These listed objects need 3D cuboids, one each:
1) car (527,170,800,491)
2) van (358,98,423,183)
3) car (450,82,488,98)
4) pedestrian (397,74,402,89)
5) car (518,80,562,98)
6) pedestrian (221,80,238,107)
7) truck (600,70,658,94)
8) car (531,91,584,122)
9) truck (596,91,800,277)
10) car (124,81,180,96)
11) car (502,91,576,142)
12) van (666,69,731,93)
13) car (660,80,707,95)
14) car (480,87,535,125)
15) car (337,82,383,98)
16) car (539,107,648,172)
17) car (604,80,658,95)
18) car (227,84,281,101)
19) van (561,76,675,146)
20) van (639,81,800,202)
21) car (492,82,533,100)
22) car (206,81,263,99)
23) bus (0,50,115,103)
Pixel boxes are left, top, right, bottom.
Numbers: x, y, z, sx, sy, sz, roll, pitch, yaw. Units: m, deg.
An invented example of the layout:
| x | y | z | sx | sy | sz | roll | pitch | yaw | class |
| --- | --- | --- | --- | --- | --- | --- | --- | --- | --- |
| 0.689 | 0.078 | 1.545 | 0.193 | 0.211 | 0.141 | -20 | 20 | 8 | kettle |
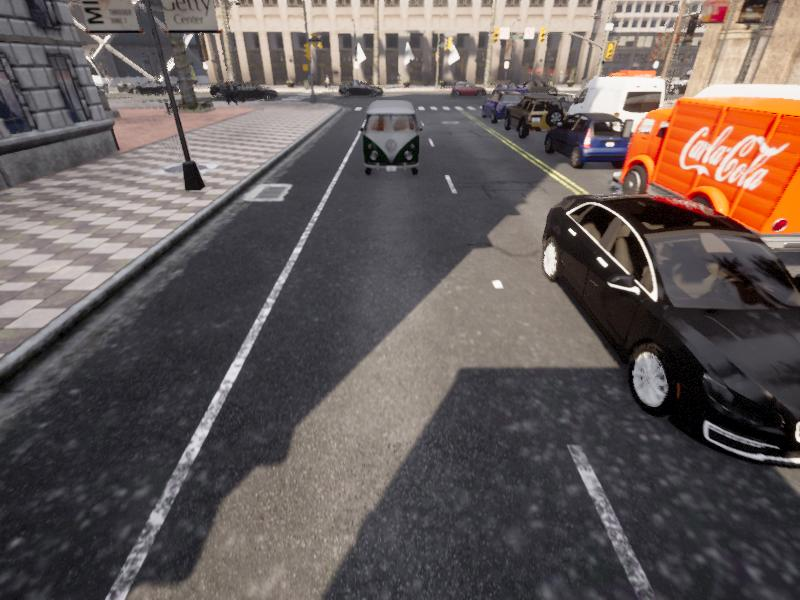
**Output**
| x | y | z | sx | sy | sz | roll | pitch | yaw | class |
| --- | --- | --- | --- | --- | --- | --- | --- | --- | --- |
| 3.338 | -0.314 | 5.040 | 1.837 | 1.490 | 4.892 | 0 | 30 | -1 | car |
| -0.280 | -5.493 | 13.411 | 1.775 | 1.987 | 4.442 | 0 | 30 | -1 | van |
| 7.544 | -23.227 | 44.183 | 3.806 | 1.475 | 1.970 | 0 | 30 | 0 | car |
| -0.114 | -31.396 | 57.436 | 0.751 | 1.860 | 0.751 | 0 | 30 | 0 | pedestrian |
| 15.443 | -23.324 | 44.191 | 3.988 | 1.617 | 1.851 | 0 | 30 | 0 | car |
| -13.770 | -16.671 | 32.329 | 0.751 | 1.860 | 0.751 | -24 | 38 | -34 | pedestrian |
| 28.556 | -27.300 | 50.083 | 5.204 | 2.467 | 2.627 | 0 | 30 | 0 | truck |
| 10.064 | -12.561 | 25.901 | 1.845 | 1.501 | 3.633 | 0 | 30 | 0 | car |
| 6.791 | -2.762 | 8.243 | 2.627 | 2.467 | 5.204 | 0 | 30 | 0 | truck |
| -30.085 | -25.778 | 48.742 | 5.357 | 1.411 | 2.033 | -8 | 31 | -14 | car |
| 6.657 | -9.196 | 19.820 | 1.932 | 1.855 | 4.605 | 0 | 30 | -1 | car |
| 37.282 | -27.394 | 50.102 | 5.915 | 2.561 | 1.988 | 0 | 30 | 0 | van |
| 33.461 | -25.128 | 47.338 | 3.806 | 1.475 | 1.970 | 0 | 30 | 0 | car |
| 6.568 | -12.217 | 25.063 | 2.097 | 1.767 | 4.553 | 0 | 30 | 0 | car |
| -4.315 | -23.172 | 44.097 | 4.902 | 1.511 | 2.128 | 0 | 30 | -1 | car |
| 6.721 | -5.911 | 14.477 | 1.851 | 1.617 | 3.988 | 0 | 30 | 0 | car |
| 27.219 | -25.098 | 47.305 | 4.792 | 1.488 | 2.163 | 0 | 30 | 0 | car |
| -14.892 | -21.245 | 40.909 | 4.674 | 1.442 | 1.812 | -1 | 30 | -1 | car |
| 10.164 | -9.377 | 19.464 | 1.988 | 2.561 | 5.915 | 0 | 30 | 0 | van |
| 10.247 | -5.139 | 12.224 | 1.988 | 2.561 | 5.915 | 0 | 30 | 0 | van |
| 11.514 | -21.505 | 41.170 | 3.633 | 1.501 | 1.845 | 0 | 30 | 0 | car |
| -18.055 | -23.043 | 43.796 | 5.238 | 1.638 | 1.930 | -2 | 30 | -3 | car |
| -35.075 | -22.120 | 39.685 | 10.273 | 4.253 | 3.944 | -17 | 34 | -27 | bus |
